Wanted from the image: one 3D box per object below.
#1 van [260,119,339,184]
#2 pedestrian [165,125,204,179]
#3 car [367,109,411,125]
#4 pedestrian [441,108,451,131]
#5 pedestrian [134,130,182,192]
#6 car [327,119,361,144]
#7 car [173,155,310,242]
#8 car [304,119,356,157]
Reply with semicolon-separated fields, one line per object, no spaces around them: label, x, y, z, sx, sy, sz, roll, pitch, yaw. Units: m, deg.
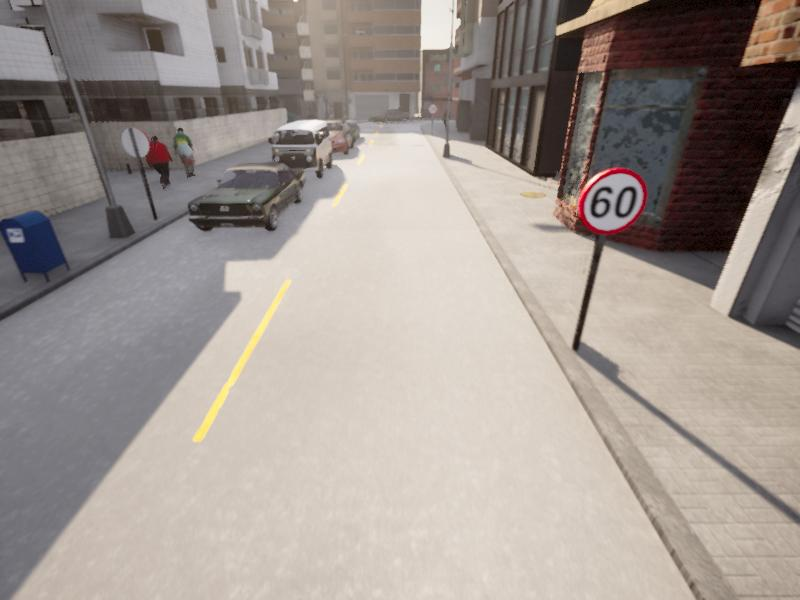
van;-3.997;-6.395;16.863;2.069;2.038;4.480;0;27;0
pedestrian;-8.330;-5.743;15.541;0.751;1.860;0.751;-3;27;-5
car;-1.273;-21.779;47.485;2.033;1.411;5.357;23;35;38
pedestrian;3.995;-15.771;34.969;0.751;1.860;0.751;3;27;6
pedestrian;-8.110;-4.686;13.483;0.751;1.860;0.751;-5;28;-9
car;-4.021;-12.535;29.623;1.895;1.301;4.718;0;27;0
car;-3.994;-3.009;11.092;1.895;1.301;4.718;0;27;0
car;-3.986;-9.670;23.640;2.242;1.667;4.611;0;27;0
